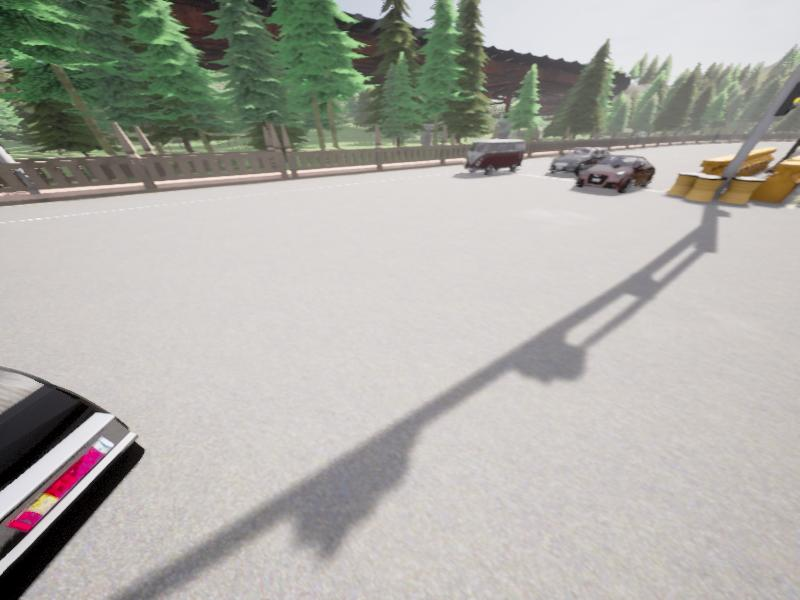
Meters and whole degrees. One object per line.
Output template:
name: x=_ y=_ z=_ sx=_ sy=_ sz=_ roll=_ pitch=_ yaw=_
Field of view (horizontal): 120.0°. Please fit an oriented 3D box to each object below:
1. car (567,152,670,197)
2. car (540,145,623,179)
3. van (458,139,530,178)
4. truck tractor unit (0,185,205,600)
car: x=10.539 y=-6.194 z=11.192 sx=4.181 sy=1.385 sz=1.994 roll=-21 pitch=40 yaw=-25
car: x=11.898 y=-9.159 z=15.193 sx=4.902 sy=1.511 sz=2.128 roll=-20 pitch=40 yaw=-25
van: x=6.318 y=-9.667 z=15.613 sx=4.442 sy=1.987 sz=1.775 roll=-20 pitch=40 yaw=-25
truck tractor unit: x=-5.373 y=0.187 z=0.120 sx=6.516 sy=4.208 sz=3.053 roll=2 pitch=35 yaw=4
